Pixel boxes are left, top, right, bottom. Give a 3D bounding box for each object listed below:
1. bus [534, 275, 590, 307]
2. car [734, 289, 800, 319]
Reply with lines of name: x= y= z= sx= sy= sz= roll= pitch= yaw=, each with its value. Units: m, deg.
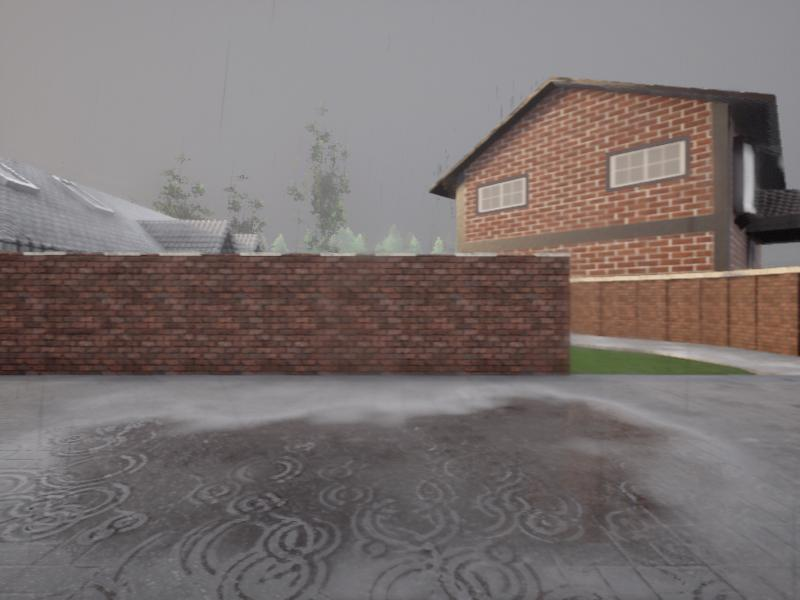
bus: x=23.109 y=-1.083 z=57.957 sx=3.944 sy=4.253 sz=10.273 roll=0 pitch=-1 yaw=0
car: x=23.038 y=0.223 z=23.780 sx=2.152 sy=1.651 sz=5.027 roll=0 pitch=0 yaw=0
